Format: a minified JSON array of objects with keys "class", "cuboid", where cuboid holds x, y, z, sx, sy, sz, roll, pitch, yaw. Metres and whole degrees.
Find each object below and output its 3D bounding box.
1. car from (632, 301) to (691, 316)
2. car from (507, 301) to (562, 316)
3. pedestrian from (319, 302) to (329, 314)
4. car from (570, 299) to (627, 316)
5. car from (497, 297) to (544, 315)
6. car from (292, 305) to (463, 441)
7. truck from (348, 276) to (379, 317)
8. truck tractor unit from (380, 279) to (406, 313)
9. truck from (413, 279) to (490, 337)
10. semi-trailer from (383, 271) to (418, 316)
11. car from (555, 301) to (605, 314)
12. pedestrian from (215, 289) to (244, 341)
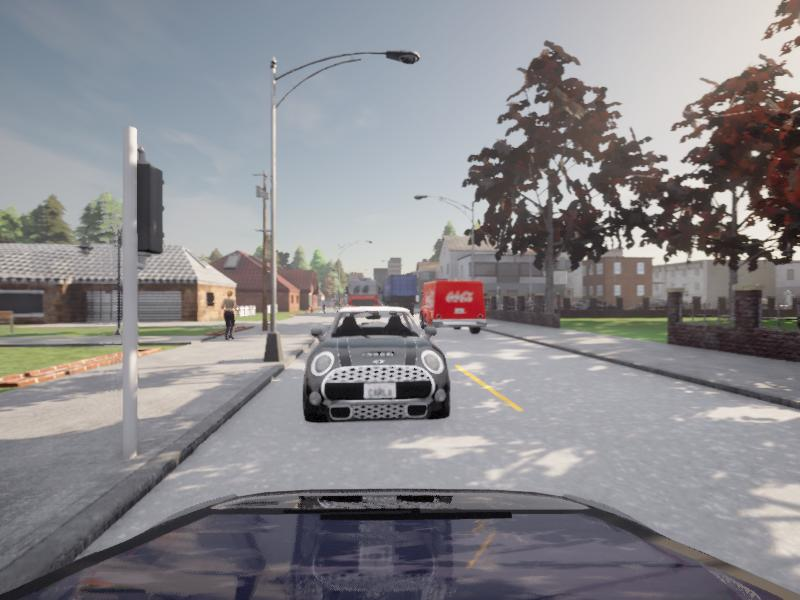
[{"class":"car","cuboid":[27.131,0.827,41.580,4.902,1.511,2.128,0,0,-8]},{"class":"car","cuboid":[13.583,0.833,40.519,4.902,1.511,2.128,0,0,-5]},{"class":"pedestrian","cuboid":[-8.105,0.820,42.794,0.751,1.300,0.751,0,0,37]},{"class":"car","cuboid":[20.299,0.771,40.977,4.856,1.649,2.033,0,0,-7]},{"class":"car","cuboid":[13.308,0.650,44.454,4.605,1.855,1.932,0,0,-5]},{"class":"car","cuboid":[-0.425,0.854,6.522,1.970,1.475,3.806,0,0,-6]},{"class":"truck","cuboid":[-3.828,-0.316,41.499,2.891,3.827,8.468,0,0,-6]},{"class":"truck tractor unit","cuboid":[-1.022,-0.516,54.046,3.053,4.208,6.516,0,0,-6]},{"class":"truck","cuboid":[2.312,0.357,19.766,2.627,2.467,5.204,0,0,-6]},{"class":"semi-trailer","cuboid":[-0.256,-0.614,46.171,2.717,4.402,14.254,0,0,-6]},{"class":"car","cuboid":[20.278,0.839,45.156,4.892,1.490,1.837,0,0,-6]},{"class":"pedestrian","cuboid":[-6.313,0.537,14.834,0.751,1.860,0.751,0,0,0]}]
